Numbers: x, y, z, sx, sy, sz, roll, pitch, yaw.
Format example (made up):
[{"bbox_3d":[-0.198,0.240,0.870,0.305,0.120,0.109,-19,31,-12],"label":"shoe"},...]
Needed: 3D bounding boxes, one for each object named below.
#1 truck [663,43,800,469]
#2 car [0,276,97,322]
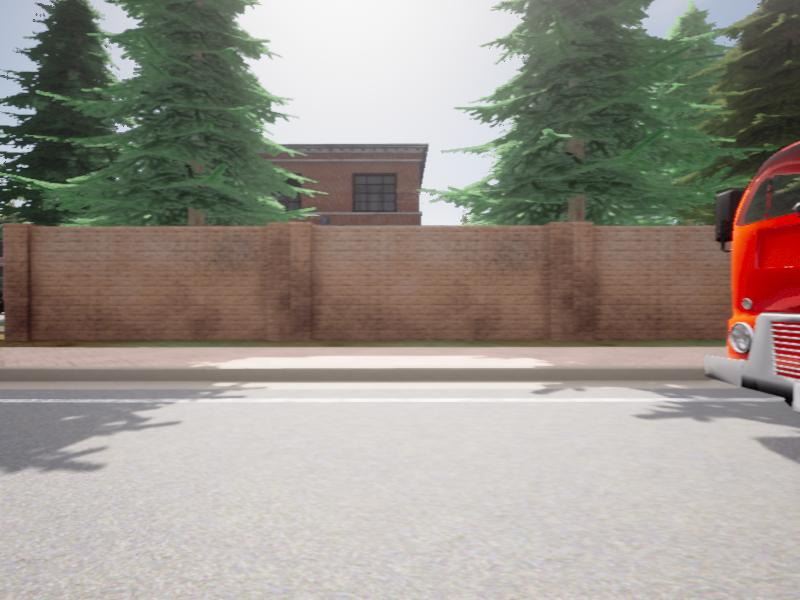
[{"bbox_3d":[4.915,-0.243,2.196,5.204,2.467,2.627,0,0,0],"label":"truck"},{"bbox_3d":[-18.549,-0.046,20.169,2.150,2.045,5.566,0,0,2],"label":"car"}]
